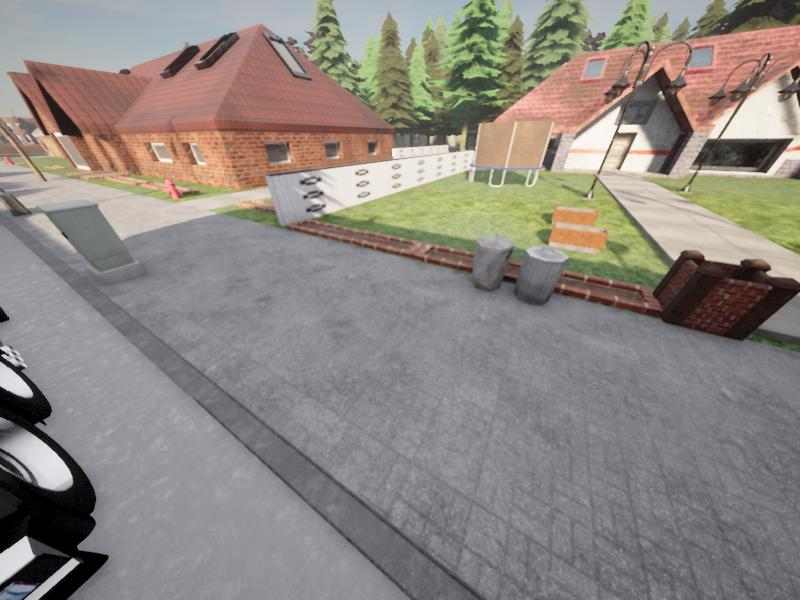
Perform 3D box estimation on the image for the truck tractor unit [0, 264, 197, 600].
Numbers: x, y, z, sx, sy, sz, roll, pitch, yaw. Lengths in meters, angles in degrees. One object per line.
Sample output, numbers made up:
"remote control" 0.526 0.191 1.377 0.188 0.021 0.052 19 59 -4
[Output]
"truck tractor unit" -5.116 -0.294 0.780 6.516 4.208 3.053 18 39 24
